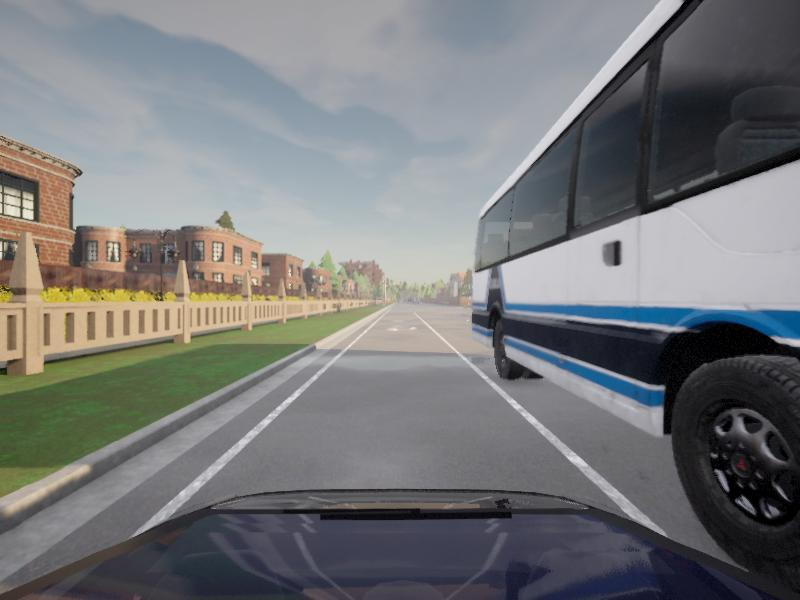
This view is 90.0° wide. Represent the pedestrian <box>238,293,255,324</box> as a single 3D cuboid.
[{"bbox_3d":[-9.198,0.492,24.027,0.751,1.860,0.751,0,0,0],"label":"pedestrian"}]

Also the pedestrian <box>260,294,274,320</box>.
[{"bbox_3d":[-9.824,0.493,29.541,0.751,1.860,0.751,0,0,-1],"label":"pedestrian"}]

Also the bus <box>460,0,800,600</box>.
[{"bbox_3d":[3.622,-0.532,5.793,3.944,4.253,10.273,0,0,0],"label":"bus"}]
